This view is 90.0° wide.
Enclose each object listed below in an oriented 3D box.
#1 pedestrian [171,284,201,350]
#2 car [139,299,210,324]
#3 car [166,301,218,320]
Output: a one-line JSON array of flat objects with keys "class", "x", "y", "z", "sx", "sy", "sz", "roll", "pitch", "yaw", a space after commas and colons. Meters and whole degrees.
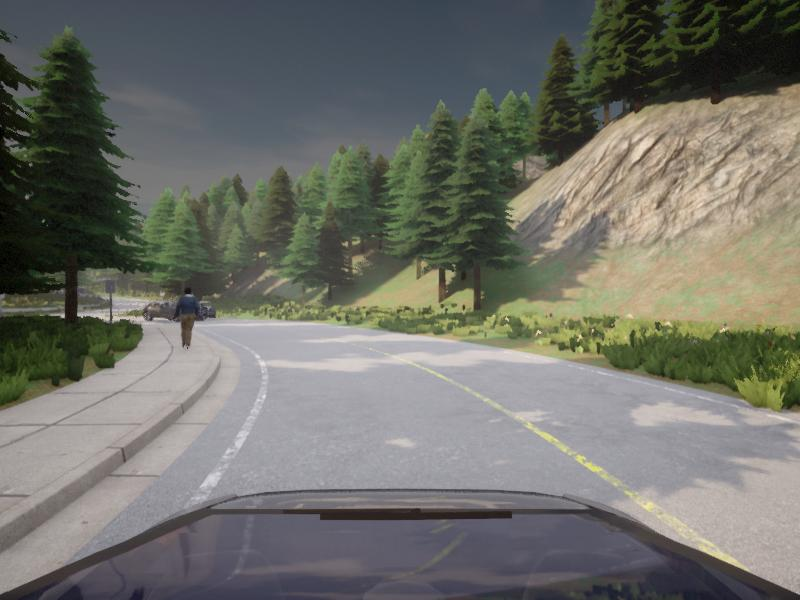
[{"class": "pedestrian", "x": -6.300, "y": 0.485, "z": 11.770, "sx": 0.751, "sy": 1.860, "sz": 0.751, "roll": 0, "pitch": 0, "yaw": -30}, {"class": "car", "x": -16.566, "y": 0.782, "z": 29.348, "sx": 5.027, "sy": 1.651, "sz": 2.152, "roll": 0, "pitch": 0, "yaw": 27}, {"class": "car", "x": -17.403, "y": 0.855, "z": 33.514, "sx": 3.806, "sy": 1.475, "sz": 1.970, "roll": 0, "pitch": 0, "yaw": 26}]
